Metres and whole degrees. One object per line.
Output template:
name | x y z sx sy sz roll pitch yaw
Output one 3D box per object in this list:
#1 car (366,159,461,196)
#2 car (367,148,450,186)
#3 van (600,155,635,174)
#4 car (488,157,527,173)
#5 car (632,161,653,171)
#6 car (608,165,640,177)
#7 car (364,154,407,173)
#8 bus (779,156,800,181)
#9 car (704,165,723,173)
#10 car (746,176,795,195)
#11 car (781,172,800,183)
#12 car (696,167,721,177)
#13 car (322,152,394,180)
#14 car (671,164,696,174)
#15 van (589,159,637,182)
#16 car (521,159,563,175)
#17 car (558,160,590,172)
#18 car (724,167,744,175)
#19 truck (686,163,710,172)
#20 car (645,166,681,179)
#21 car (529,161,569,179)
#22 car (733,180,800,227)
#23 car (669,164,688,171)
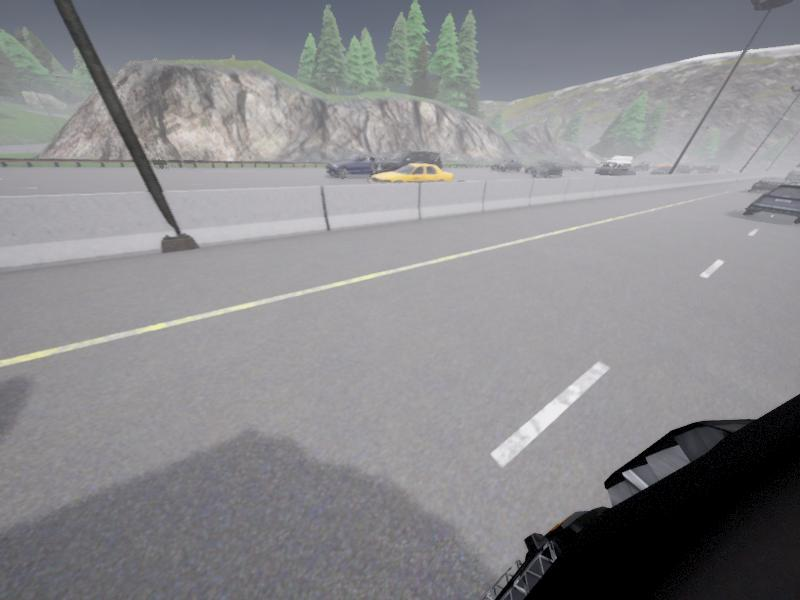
car | 0.852 -7.259 13.564 5.366 1.575 1.801 -17 38 -27
car | 0.633 -9.659 16.749 5.566 2.045 2.150 -17 38 -28
van | 38.102 -23.680 40.440 5.915 2.561 1.988 -17 38 -28
car | 14.549 -18.347 31.302 4.611 1.667 2.242 -17 38 -27
car | 57.354 -31.610 54.544 3.866 1.878 1.905 -17 38 -27
car | 34.191 -19.715 35.207 4.181 1.385 1.994 -17 38 -28
car | -1.416 -13.375 22.657 3.633 1.501 1.845 -17 38 -28
bus | 87.473 -28.269 49.742 10.273 4.253 3.944 -17 38 -27
car | 85.036 -35.544 62.687 3.866 1.878 1.905 -16 38 -27
car | 36.671 -11.335 22.828 4.718 1.301 1.895 -17 38 -27
car | 72.630 -22.481 42.346 4.792 1.488 2.163 -17 38 -27
car | 63.991 -26.646 47.963 4.514 1.525 2.007 -17 38 -27
car | -3.212 -10.582 18.214 5.027 1.651 2.152 -17 39 -27
car | 61.078 -28.165 49.719 4.553 1.767 2.097 -17 38 -27
van | 23.918 -14.548 25.985 4.480 2.038 2.069 -17 38 -28
car | 18.401 -17.257 29.964 4.611 1.667 2.242 -17 38 -27
car | 29.911 -23.012 39.711 4.902 1.511 2.128 -17 38 -28
car | 88.115 -34.044 60.967 5.366 1.575 1.801 -16 38 -27
truck | 85.198 -37.917 66.068 6.274 2.098 2.390 -16 38 -27
car | 39.114 -19.022 34.400 4.974 1.542 2.038 -17 39 -27
car | 16.399 -14.312 25.470 3.705 1.549 1.789 -17 38 -28
car | 19.983 -4.944 11.554 4.856 1.649 2.033 -10 36 -19
car | 82.108 -39.005 68.062 4.902 1.511 2.128 -16 38 -27
